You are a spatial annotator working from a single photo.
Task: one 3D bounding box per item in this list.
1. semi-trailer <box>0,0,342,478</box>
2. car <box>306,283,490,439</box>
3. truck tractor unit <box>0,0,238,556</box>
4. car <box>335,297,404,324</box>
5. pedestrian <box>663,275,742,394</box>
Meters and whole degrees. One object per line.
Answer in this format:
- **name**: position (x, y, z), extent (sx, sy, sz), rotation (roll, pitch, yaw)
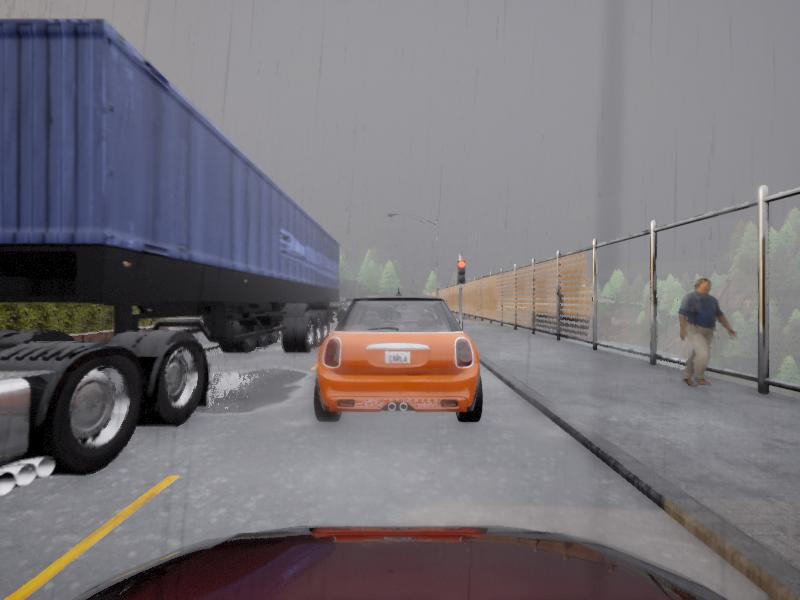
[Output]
- **semi-trailer**: position (-3.952, -0.620, 10.684), extent (2.717, 4.402, 14.254), rotation (0, 0, 0)
- **car**: position (-0.001, 0.694, 6.836), extent (2.097, 1.767, 4.553), rotation (0, 0, 1)
- **truck tractor unit**: position (-3.987, -0.527, 2.767), extent (3.053, 4.208, 6.516), rotation (0, 0, 0)
- **car**: position (-2.106, 0.693, 28.475), extent (4.553, 1.767, 2.097), rotation (0, 0, -42)
- **pedestrian**: position (4.975, 0.533, 6.626), extent (0.751, 1.860, 0.751), rotation (0, 0, -1)
